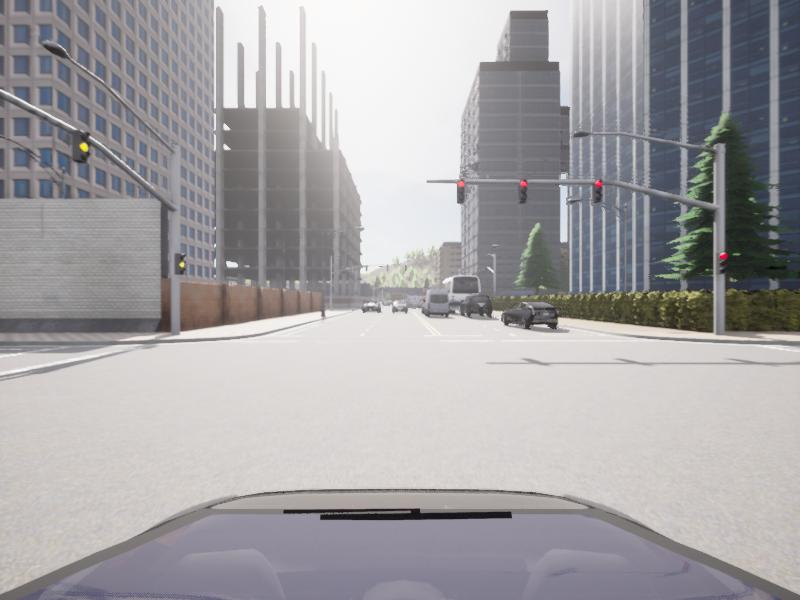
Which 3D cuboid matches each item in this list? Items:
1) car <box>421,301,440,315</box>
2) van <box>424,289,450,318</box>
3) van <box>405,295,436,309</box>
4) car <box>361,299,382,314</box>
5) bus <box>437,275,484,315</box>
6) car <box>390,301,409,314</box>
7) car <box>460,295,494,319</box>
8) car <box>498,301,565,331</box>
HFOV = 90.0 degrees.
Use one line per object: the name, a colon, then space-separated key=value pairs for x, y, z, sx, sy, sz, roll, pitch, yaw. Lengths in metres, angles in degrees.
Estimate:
car: x=3.485 y=0.881 z=46.431 sx=1.812 sy=1.442 sz=4.674 roll=0 pitch=0 yaw=0
van: x=3.499 y=0.337 z=38.675 sx=1.988 sy=2.561 sz=5.915 roll=0 pitch=0 yaw=0
van: x=3.662 y=0.379 z=72.800 sx=2.351 sy=2.431 sz=6.366 roll=0 pitch=1 yaw=-32
car: x=-3.511 y=0.770 z=49.800 sx=2.242 sy=1.667 sz=4.611 roll=0 pitch=0 yaw=0
bus: x=6.868 y=-0.525 z=47.449 sx=3.944 sy=4.253 sz=10.273 roll=0 pitch=0 yaw=0
car: x=-0.011 y=0.851 z=47.048 sx=2.128 sy=1.511 sz=4.902 roll=0 pitch=0 yaw=0
car: x=6.994 y=0.583 z=36.994 sx=2.150 sy=2.045 sz=5.566 roll=0 pitch=0 yaw=0
car: x=7.488 y=0.847 z=23.314 sx=2.007 sy=1.525 sz=4.514 roll=0 pitch=0 yaw=-6
